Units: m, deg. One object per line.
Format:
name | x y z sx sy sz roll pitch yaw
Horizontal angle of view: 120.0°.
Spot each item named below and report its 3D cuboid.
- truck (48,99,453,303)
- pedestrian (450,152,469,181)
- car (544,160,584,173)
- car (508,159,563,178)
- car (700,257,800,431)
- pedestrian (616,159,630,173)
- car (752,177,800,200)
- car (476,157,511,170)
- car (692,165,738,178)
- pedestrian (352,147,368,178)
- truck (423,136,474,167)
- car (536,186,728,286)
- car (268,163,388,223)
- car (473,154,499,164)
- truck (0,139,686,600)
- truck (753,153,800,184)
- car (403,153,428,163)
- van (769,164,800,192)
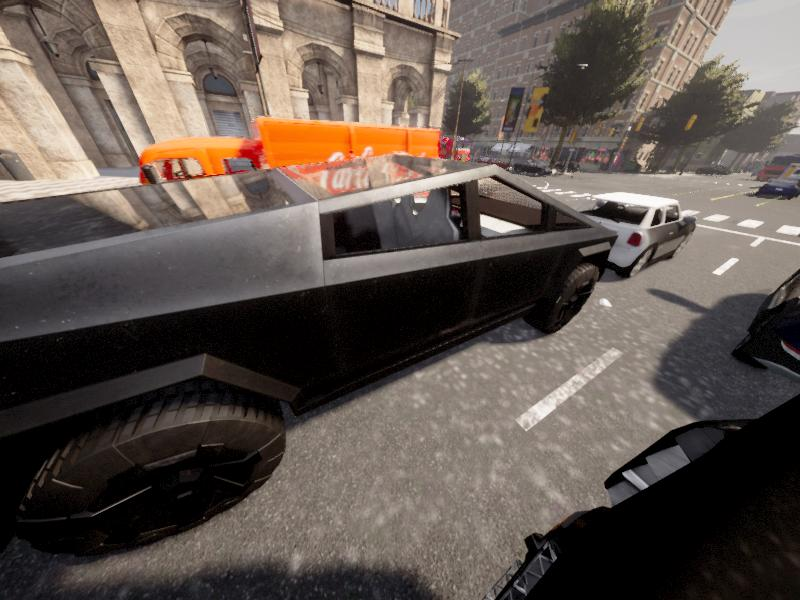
truck | -1.909 -2.314 5.011 5.204 2.467 2.627 -17 38 -25
pedestrian | 4.454 -9.996 17.338 0.751 1.860 0.751 -10 36 -19
car | 26.061 -21.379 36.835 1.812 1.442 4.674 -16 38 -26
car | 15.547 -15.269 26.766 2.128 1.511 4.902 -16 38 -26
car | 6.276 0.177 2.690 4.856 1.649 2.033 -16 38 -26
pedestrian | 35.671 -21.406 36.920 0.751 1.860 0.751 -19 39 -29
car | 31.904 -9.352 19.246 4.181 1.385 1.994 -16 38 -26
car | 13.994 -20.590 34.853 1.895 1.301 4.718 -16 38 -26
car | 61.082 -25.098 44.953 1.930 1.638 5.238 5 34 2
pedestrian | -2.820 -9.699 16.330 0.751 1.860 0.751 -15 38 -25
truck | 7.481 -24.294 37.639 2.891 3.827 8.468 -16 38 -26
car | 5.757 -1.853 5.844 3.806 1.475 1.970 -16 38 -26
car | -2.478 -3.995 8.386 3.633 1.501 1.845 -16 38 -26
car | 17.906 -29.527 48.390 2.038 1.542 4.974 -16 37 -26
truck | -0.123 -0.415 2.662 6.274 2.098 2.390 -16 38 -26
truck | 60.820 -20.952 36.710 8.468 3.827 2.891 -16 38 -26
car | 2.530 -24.527 39.887 1.895 1.301 4.718 -16 38 -26
van | 44.797 -13.595 25.669 6.366 2.431 2.351 -14 37 -24
